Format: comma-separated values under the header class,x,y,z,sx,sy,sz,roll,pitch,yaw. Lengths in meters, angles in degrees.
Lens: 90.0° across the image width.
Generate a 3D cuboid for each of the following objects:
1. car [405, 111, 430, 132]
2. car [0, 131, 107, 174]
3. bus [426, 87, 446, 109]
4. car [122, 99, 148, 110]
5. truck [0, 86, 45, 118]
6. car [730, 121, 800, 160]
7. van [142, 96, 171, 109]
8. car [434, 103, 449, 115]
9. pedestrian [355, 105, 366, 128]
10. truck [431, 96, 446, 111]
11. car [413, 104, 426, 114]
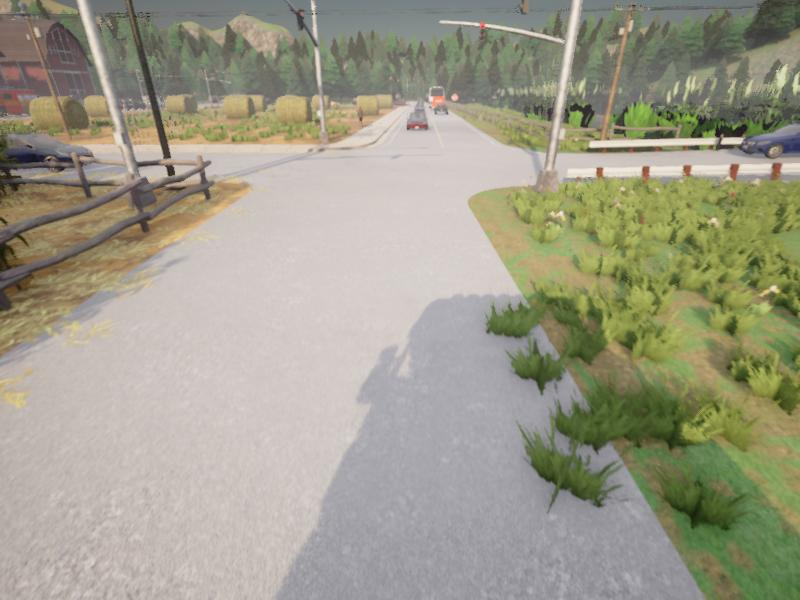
class,x,y,z,sx,sy,sz,roll,pitch,yaw
car,1.608,-16.415,36.693,2.163,1.488,4.792,1,27,2
car,-16.211,-6.515,17.553,4.792,1.488,2.163,0,27,0
bus,7.965,-45.157,89.345,3.944,4.253,10.273,1,27,2
car,-52.343,-38.552,79.026,1.932,1.855,4.605,0,27,-1
truck,-55.412,-27.835,56.146,2.891,3.827,8.468,0,27,-1
car,18.947,-7.607,18.936,4.674,1.442,1.812,0,27,6
van,-52.486,-42.667,86.365,2.351,2.431,6.366,0,27,-1
car,6.697,-31.160,65.116,2.152,1.651,5.027,1,27,2
pedestrian,-3.562,-16.553,36.150,0.751,1.860,0.751,5,28,9
truck,7.413,-38.147,77.716,2.627,2.467,5.204,1,27,2
car,3.311,-32.167,67.284,2.033,1.411,5.357,1,27,2
